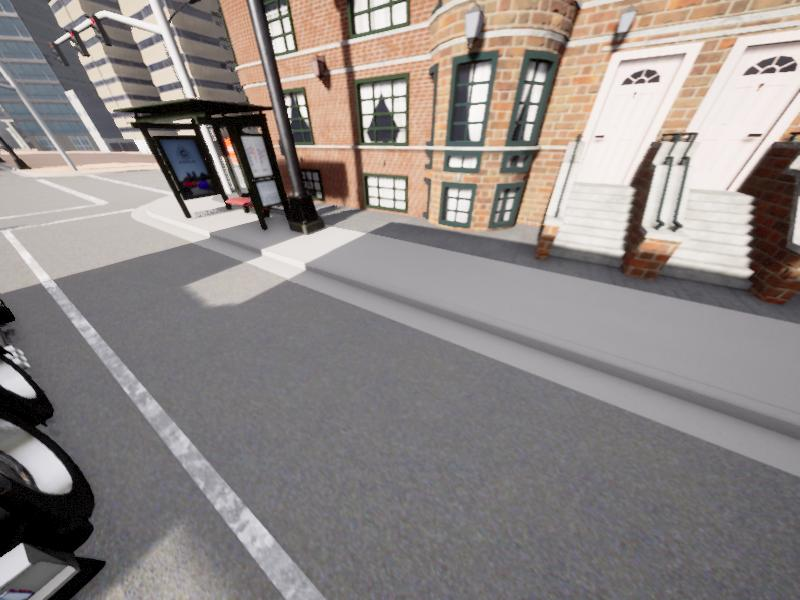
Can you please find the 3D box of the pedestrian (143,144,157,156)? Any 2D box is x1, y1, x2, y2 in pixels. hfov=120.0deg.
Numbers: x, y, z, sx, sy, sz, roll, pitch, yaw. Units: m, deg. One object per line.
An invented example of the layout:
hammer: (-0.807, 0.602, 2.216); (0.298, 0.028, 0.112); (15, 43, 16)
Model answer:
pedestrian: (-45.855, -27.553, 42.395); (0.751, 1.860, 0.751); (14, 37, 19)

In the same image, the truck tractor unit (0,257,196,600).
truck tractor unit: (-5.099, -0.312, 0.799); (6.516, 4.208, 3.053); (19, 39, 25)
